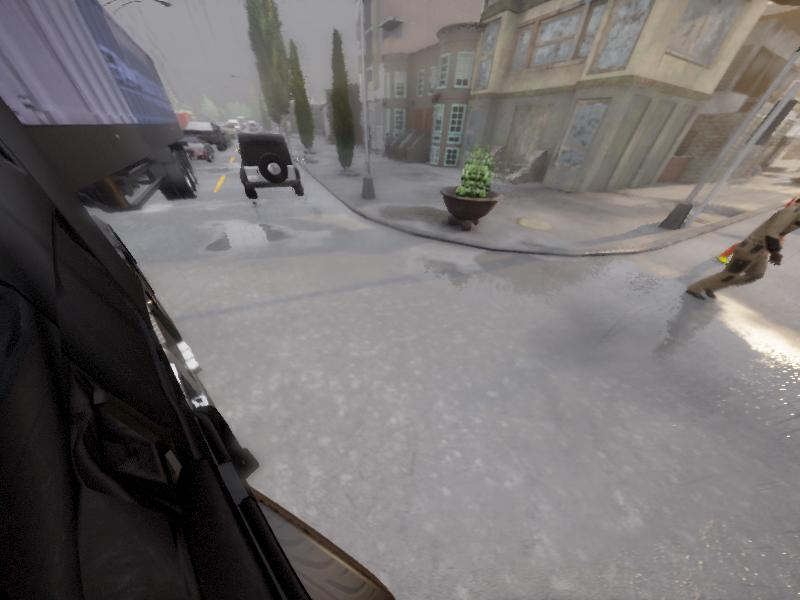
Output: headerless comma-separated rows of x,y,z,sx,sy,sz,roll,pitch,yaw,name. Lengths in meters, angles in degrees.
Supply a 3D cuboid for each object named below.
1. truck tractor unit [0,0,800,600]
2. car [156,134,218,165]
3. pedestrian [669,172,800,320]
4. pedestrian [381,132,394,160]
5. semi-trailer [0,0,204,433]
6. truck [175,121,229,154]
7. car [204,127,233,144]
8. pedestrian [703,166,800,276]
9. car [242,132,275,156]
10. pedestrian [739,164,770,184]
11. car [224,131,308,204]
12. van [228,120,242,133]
-2.645,-0.295,0.351,6.516,4.208,3.053,28,44,30,truck tractor unit
-13.585,-9.885,15.067,1.994,1.385,4.181,-15,40,-23,car
5.234,-0.743,3.374,0.751,1.860,0.751,-16,40,-24,pedestrian
-1.025,-12.542,18.819,0.751,1.860,0.751,-18,41,-26,pedestrian
-7.351,-4.249,5.240,2.717,4.402,14.254,-20,42,-27,semi-trailer
-17.320,-14.652,20.678,2.390,2.098,6.274,-15,40,-23,truck
-22.318,-20.364,28.604,2.128,1.511,4.902,-15,40,-23,car
7.436,-1.491,4.521,0.751,1.860,0.751,-4,37,-9,pedestrian
-12.242,-13.564,20.038,1.970,1.475,3.806,-15,40,-23,car
23.053,-8.217,15.037,0.500,1.100,0.500,-15,40,-22,pedestrian
-5.040,-5.192,8.790,1.905,1.878,3.866,-16,40,-23,car
-41.832,-44.087,58.643,1.988,2.561,5.915,-15,40,-23,van
